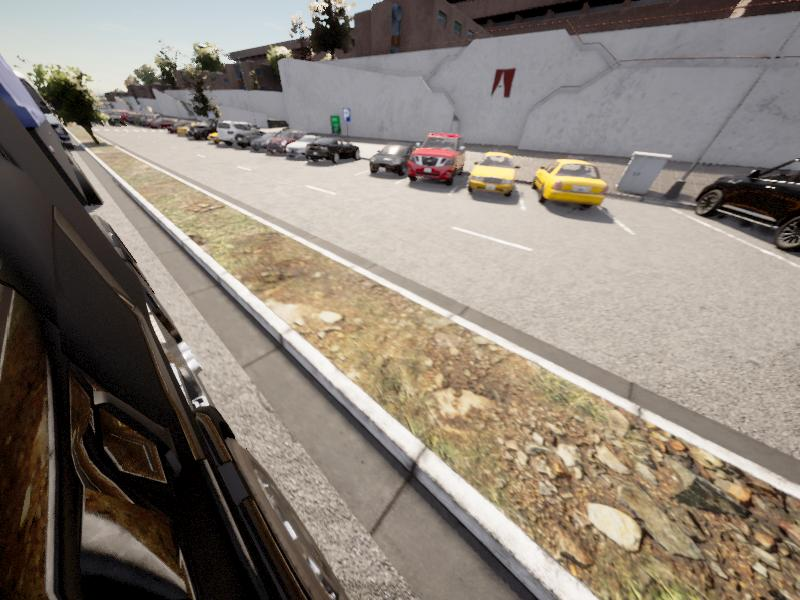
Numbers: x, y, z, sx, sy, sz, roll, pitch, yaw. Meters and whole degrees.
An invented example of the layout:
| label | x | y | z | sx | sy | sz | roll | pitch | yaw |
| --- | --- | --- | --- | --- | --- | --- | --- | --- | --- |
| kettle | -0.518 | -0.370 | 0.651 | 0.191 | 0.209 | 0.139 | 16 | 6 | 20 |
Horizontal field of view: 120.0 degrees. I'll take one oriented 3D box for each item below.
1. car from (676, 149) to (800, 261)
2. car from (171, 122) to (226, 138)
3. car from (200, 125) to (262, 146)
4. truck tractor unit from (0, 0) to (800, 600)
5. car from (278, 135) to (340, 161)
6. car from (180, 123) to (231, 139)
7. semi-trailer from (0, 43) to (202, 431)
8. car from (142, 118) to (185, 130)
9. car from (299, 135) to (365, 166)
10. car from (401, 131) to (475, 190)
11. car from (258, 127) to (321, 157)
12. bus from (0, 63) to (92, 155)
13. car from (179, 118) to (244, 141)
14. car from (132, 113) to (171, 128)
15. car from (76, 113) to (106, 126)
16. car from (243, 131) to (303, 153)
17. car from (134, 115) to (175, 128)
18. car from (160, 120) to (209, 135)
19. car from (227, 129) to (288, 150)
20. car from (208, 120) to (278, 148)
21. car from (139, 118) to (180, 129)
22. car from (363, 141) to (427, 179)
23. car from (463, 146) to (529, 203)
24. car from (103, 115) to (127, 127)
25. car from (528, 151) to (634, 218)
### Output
| label | x | y | z | sx | sy | sz | roll | pitch | yaw |
| --- | --- | --- | --- | --- | --- | --- | --- | --- | --- |
| car | 11.401 | -2.719 | 6.312 | 2.435 | 2.045 | 5.566 | 14 | 38 | 15 |
| car | -27.584 | -23.522 | 31.951 | 1.946 | 1.575 | 5.366 | 14 | 38 | 14 |
| car | -18.519 | -18.327 | 25.745 | 1.946 | 1.575 | 5.366 | 15 | 38 | 14 |
| truck tractor unit | -2.645 | -0.295 | 0.351 | 6.516 | 4.208 | 3.053 | 28 | 44 | 30 |
| car | -6.975 | -12.241 | 18.447 | 2.002 | 1.452 | 4.674 | 14 | 38 | 14 |
| car | -25.345 | -22.134 | 30.359 | 2.002 | 1.452 | 4.674 | 15 | 38 | 14 |
| semi-trailer | -8.703 | -3.588 | 4.243 | 14.254 | 4.402 | 2.717 | 28 | 44 | 30 |
| car | -41.416 | -30.918 | 40.640 | 2.163 | 1.488 | 4.792 | 15 | 38 | 14 |
| car | -4.685 | -11.049 | 16.918 | 2.097 | 1.535 | 5.008 | 14 | 37 | 15 |
| car | 2.215 | -7.580 | 12.250 | 2.435 | 2.045 | 5.566 | 14 | 38 | 14 |
| car | -9.252 | -13.613 | 19.869 | 2.185 | 1.767 | 4.553 | 14 | 38 | 14 |
| bus | -26.803 | -13.259 | 16.182 | 10.273 | 4.253 | 3.944 | 28 | 43 | 29 |
| car | -23.041 | -21.095 | 28.682 | 2.435 | 2.045 | 5.566 | 15 | 38 | 14 |
| car | -48.214 | -34.959 | 44.999 | 1.878 | 1.987 | 4.442 | 15 | 38 | 14 |
| car | -53.175 | -31.076 | 39.757 | 4.611 | 1.667 | 2.242 | 29 | 44 | 29 |
| car | -11.564 | -14.686 | 21.441 | 2.002 | 1.452 | 4.674 | 15 | 38 | 14 |
| car | -45.989 | -33.549 | 43.482 | 2.185 | 1.767 | 4.553 | 15 | 38 | 14 |
| car | -32.240 | -25.890 | 34.752 | 2.163 | 1.488 | 4.792 | 15 | 38 | 14 |
| car | -13.862 | -15.947 | 22.951 | 2.163 | 1.488 | 4.792 | 14 | 38 | 15 |
| car | -16.142 | -17.404 | 24.273 | 2.435 | 2.045 | 5.566 | 14 | 38 | 14 |
| car | -43.710 | -32.183 | 42.140 | 2.002 | 1.452 | 4.674 | 15 | 38 | 14 |
| car | -0.095 | -8.574 | 13.915 | 2.163 | 1.488 | 4.792 | 14 | 38 | 14 |
| car | 4.442 | -6.074 | 10.776 | 1.946 | 1.575 | 5.366 | 14 | 38 | 14 |
| car | -52.092 | -32.790 | 42.236 | 4.892 | 1.490 | 1.837 | 28 | 44 | 30 |
| car | 6.858 | -5.054 | 9.568 | 1.946 | 1.575 | 5.366 | 14 | 37 | 15 |
